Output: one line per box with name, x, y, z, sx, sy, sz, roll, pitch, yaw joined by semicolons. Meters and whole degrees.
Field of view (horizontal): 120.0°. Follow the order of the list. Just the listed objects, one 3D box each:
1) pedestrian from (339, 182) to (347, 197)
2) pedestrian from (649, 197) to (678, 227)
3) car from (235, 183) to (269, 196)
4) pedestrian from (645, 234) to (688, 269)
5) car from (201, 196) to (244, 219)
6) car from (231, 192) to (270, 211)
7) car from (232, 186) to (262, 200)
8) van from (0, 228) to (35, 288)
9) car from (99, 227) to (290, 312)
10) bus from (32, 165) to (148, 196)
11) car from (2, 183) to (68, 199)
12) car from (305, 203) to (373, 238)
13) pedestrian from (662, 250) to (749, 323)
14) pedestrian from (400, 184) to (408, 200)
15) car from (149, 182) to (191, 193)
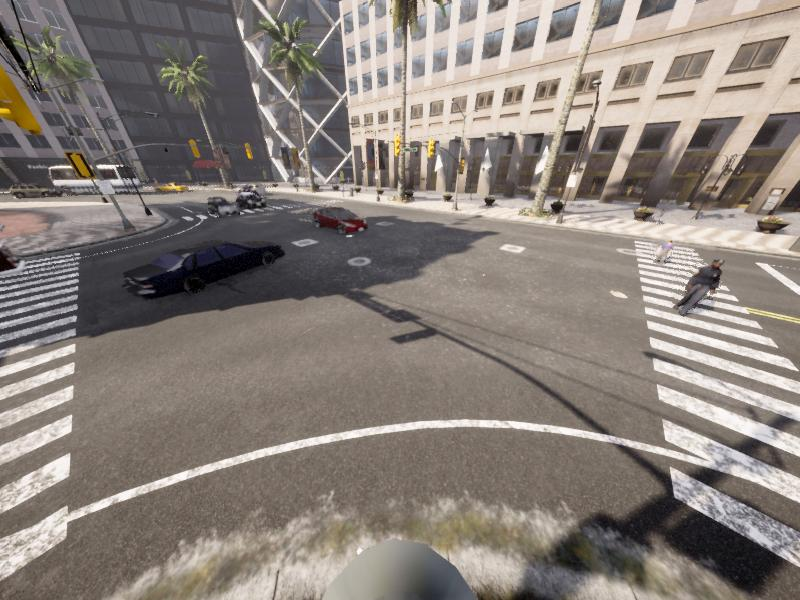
pedestrian;-8.234;-15.896;33.325;0.751;1.860;0.751;-21;36;-32
pedestrian;19.355;-6.486;17.026;0.751;1.860;0.751;24;38;35
car;-24.025;-18.044;37.588;4.611;1.667;2.242;15;33;24
pedestrian;12.054;-2.226;10.512;0.751;1.300;0.751;22;36;32
car;-16.637;-8.763;21.653;3.633;1.501;1.845;22;37;33
car;-16.474;-10.924;25.450;3.806;1.475;1.970;22;37;33
car;-21.864;-15.289;32.959;3.633;1.501;1.845;19;35;29
van;-17.044;-1.079;7.832;2.069;2.038;4.480;22;37;32
car;-7.553;-1.641;9.454;2.033;1.411;5.357;14;33;22
bus;-49.101;-19.325;37.224;10.273;4.253;3.944;-4;30;-7
car;-53.290;-16.023;33.880;4.605;1.855;1.932;-9;31;-16
car;-4.446;-5.879;16.707;4.792;1.488;2.163;23;37;34
pedestrian;8.778;-0.387;6.766;0.751;1.860;0.751;22;37;33
pedestrian;0.533;-14.257;30.486;0.751;1.860;0.751;19;35;29
car;-41.142;-20.200;41.413;5.366;1.575;1.801;1;30;2
